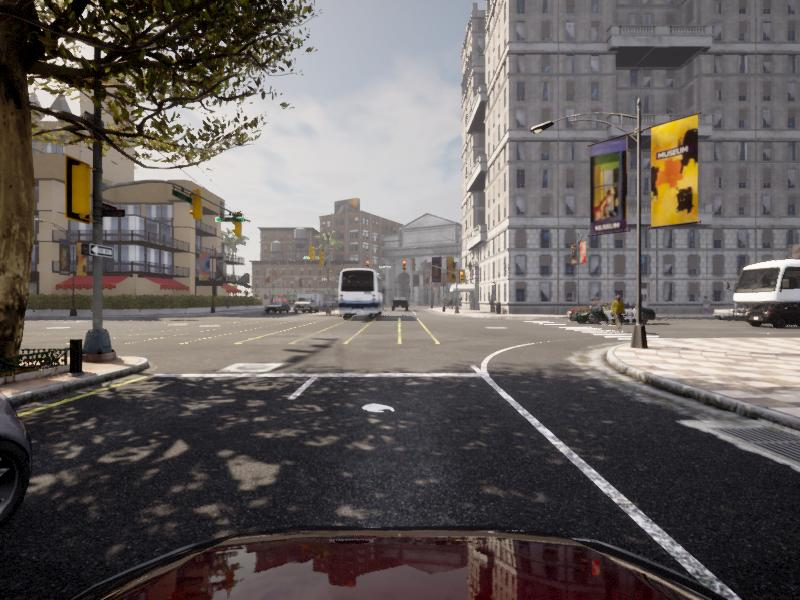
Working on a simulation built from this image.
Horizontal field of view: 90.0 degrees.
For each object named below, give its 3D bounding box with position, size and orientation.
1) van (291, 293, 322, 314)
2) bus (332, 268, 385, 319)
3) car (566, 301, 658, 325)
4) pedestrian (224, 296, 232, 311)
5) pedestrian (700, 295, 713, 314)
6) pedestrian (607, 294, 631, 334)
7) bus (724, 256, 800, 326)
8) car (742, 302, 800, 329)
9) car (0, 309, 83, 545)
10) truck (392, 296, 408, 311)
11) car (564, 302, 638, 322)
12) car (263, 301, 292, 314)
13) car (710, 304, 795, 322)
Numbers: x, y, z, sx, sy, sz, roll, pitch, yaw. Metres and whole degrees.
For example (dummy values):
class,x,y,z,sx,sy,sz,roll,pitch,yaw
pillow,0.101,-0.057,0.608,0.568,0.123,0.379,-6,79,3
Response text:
class,x,y,z,sx,sy,sz,roll,pitch,yaw
van,-11.502,0.371,49.802,2.351,2.431,6.366,0,0,0
bus,-3.622,-0.538,38.151,3.944,4.253,10.273,0,0,0
car,13.912,0.821,26.468,4.974,1.542,2.038,0,0,0
pedestrian,-22.229,0.478,51.712,0.751,1.860,0.751,0,0,-1
pedestrian,30.291,0.479,39.548,0.751,1.860,0.751,0,0,0
pedestrian,10.280,0.634,18.815,0.751,1.860,0.751,0,0,7
bus,28.119,-0.538,26.420,10.273,4.253,3.944,0,0,0
car,22.546,0.851,23.029,4.193,1.474,1.816,0,0,0
car,-3.492,0.826,1.425,1.845,1.501,3.633,0,0,0
truck,0.000,0.534,59.649,2.390,2.098,6.274,0,0,0
car,14.961,0.865,29.978,4.674,1.442,1.812,0,0,0
car,-15.001,0.888,49.342,2.033,1.411,5.357,0,0,0
car,26.405,0.940,30.036,4.718,1.301,1.895,0,0,0
